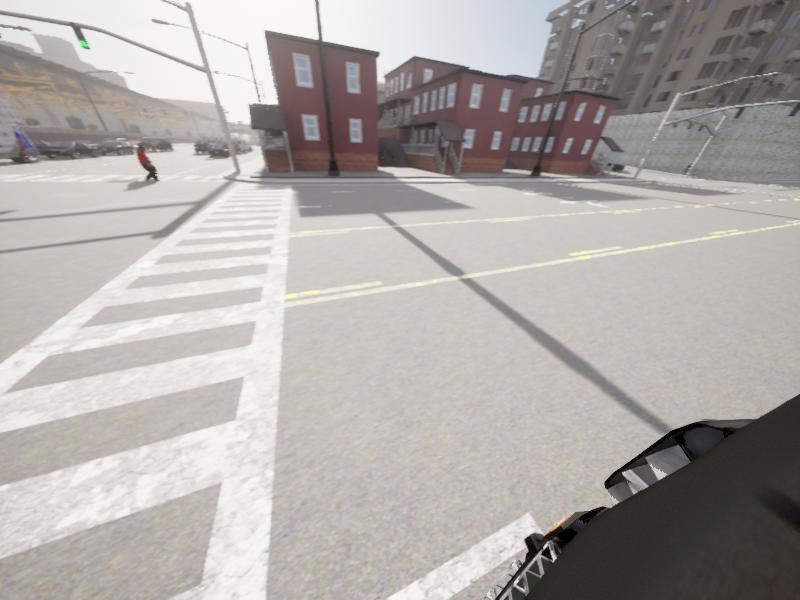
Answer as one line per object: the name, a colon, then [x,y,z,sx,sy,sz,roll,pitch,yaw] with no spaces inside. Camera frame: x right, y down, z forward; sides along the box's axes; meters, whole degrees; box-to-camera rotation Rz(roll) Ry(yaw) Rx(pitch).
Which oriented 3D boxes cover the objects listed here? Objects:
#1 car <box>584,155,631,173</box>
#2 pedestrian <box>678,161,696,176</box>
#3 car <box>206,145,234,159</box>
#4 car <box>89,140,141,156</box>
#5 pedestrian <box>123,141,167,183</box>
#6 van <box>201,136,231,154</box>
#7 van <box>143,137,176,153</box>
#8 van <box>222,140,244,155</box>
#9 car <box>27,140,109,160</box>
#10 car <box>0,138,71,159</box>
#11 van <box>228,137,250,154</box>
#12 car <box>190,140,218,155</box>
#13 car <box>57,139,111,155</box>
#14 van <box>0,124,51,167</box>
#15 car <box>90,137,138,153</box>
car: [32.918,-21.745,36.810,1.930,1.638,5.238,-10,41,-19]
pedestrian: [44.253,-20.247,35.601,0.751,1.860,0.751,-4,34,-9]
car: [-24.833,-20.562,32.012,1.994,1.385,4.181,-10,36,-19]
car: [-34.368,-18.486,28.060,1.837,1.490,4.892,-10,36,-19]
pedestrian: [-13.537,-7.345,12.357,0.751,1.860,0.751,-11,36,-20]
van: [-33.488,-28.405,42.282,2.351,2.431,6.366,-10,36,-19]
van: [-38.742,-25.163,37.391,1.775,1.987,4.442,-10,36,-19]
van: [-28.236,-25.847,39.191,1.775,1.987,4.442,-10,36,-18]
car: [-31.729,-14.548,22.387,2.033,1.411,5.357,-10,36,-19]
car: [-35.392,-14.551,22.124,2.033,1.411,5.357,-10,36,-19]
van: [-30.671,-29.678,44.313,1.988,2.561,5.915,-10,36,-18]
car: [-30.652,-23.973,36.284,1.932,1.855,4.605,-10,36,-19]
car: [-38.147,-18.596,28.063,1.994,1.385,4.181,-10,36,-19]
van: [-28.645,-10.456,15.486,2.351,2.431,6.366,-10,35,-19]
car: [-40.396,-22.063,32.869,2.242,1.667,4.611,-10,35,-18]
